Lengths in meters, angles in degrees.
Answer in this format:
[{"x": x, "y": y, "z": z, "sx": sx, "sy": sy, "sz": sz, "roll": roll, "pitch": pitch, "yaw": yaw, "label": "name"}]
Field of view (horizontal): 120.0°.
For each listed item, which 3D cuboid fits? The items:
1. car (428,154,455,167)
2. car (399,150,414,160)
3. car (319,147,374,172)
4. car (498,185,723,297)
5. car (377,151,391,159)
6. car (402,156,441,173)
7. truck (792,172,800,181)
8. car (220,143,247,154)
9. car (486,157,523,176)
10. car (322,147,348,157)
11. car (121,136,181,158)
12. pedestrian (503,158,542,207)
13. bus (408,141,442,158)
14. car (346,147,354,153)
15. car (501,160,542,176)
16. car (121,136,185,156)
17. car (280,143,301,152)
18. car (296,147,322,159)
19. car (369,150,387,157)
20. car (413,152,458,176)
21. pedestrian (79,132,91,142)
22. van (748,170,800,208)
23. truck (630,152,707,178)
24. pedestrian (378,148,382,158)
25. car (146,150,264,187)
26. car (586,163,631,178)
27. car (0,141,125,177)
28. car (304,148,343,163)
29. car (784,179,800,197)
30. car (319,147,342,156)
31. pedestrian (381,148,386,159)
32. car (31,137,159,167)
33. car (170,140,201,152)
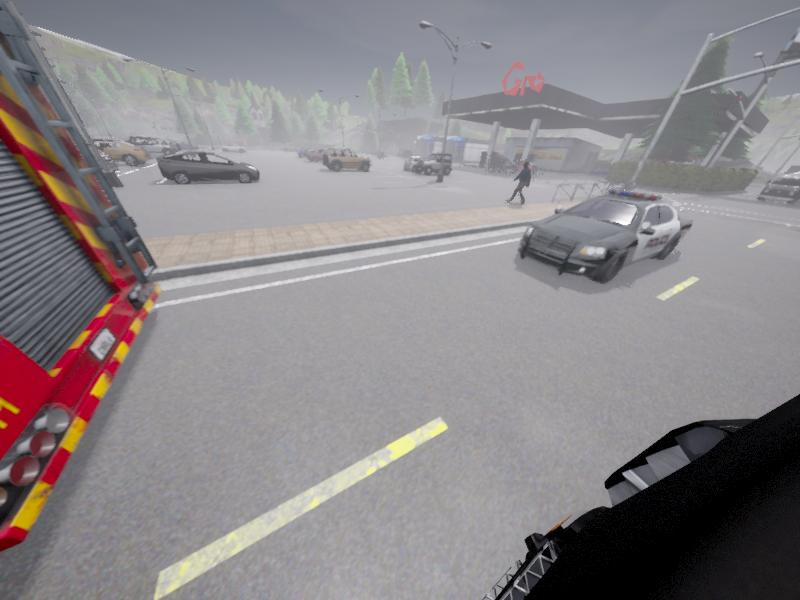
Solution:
[{"x": 7.228, "y": -24.595, "z": 40.671, "sx": 2.033, "sy": 1.649, "sz": 4.856, "roll": -15, "pitch": 37, "yaw": -25, "label": "car"}, {"x": 1.446, "y": -34.850, "z": 55.473, "sx": 1.905, "sy": 1.878, "sz": 3.866, "roll": -15, "pitch": 37, "yaw": -25, "label": "car"}, {"x": -5.008, "y": -13.339, "z": 22.027, "sx": 4.605, "sy": 1.855, "sz": 1.932, "roll": -15, "pitch": 38, "yaw": -25, "label": "car"}, {"x": 5.188, "y": -1.807, "z": 5.755, "sx": 4.974, "sy": 1.542, "sz": 2.038, "roll": -15, "pitch": 38, "yaw": -25, "label": "car"}, {"x": -3.959, "y": -36.278, "z": 57.653, "sx": 1.970, "sy": 1.475, "sz": 3.806, "roll": -15, "pitch": 37, "yaw": -25, "label": "car"}, {"x": 2.381, "y": -15.115, "z": 25.797, "sx": 3.806, "sy": 1.475, "sz": 1.970, "roll": -15, "pitch": 38, "yaw": -25, "label": "car"}, {"x": 93.892, "y": -27.802, "z": 51.840, "sx": 2.627, "sy": 2.467, "sz": 5.204, "roll": -15, "pitch": 37, "yaw": -25, "label": "truck"}, {"x": -30.581, "y": -27.968, "z": 42.599, "sx": 3.806, "sy": 1.475, "sz": 1.970, "roll": -15, "pitch": 38, "yaw": -25, "label": "car"}, {"x": 13.780, "y": -17.808, "z": 30.696, "sx": 1.905, "sy": 1.878, "sz": 3.866, "roll": -15, "pitch": 37, "yaw": -25, "label": "car"}, {"x": -14.175, "y": -32.291, "z": 50.382, "sx": 5.027, "sy": 1.636, "sz": 2.152, "roll": -15, "pitch": 38, "yaw": -25, "label": "car"}, {"x": -27.898, "y": -17.285, "z": 26.093, "sx": 3.866, "sy": 1.878, "sz": 1.905, "roll": -15, "pitch": 38, "yaw": -25, "label": "car"}, {"x": 5.461, "y": -5.273, "z": 10.407, "sx": 0.751, "sy": 1.860, "sz": 0.751, "roll": 0, "pitch": 34, "yaw": -5, "label": "pedestrian"}, {"x": 8.377, "y": -50.507, "z": 77.589, "sx": 10.273, "sy": 4.253, "sz": 3.944, "roll": -15, "pitch": 38, "yaw": -26, "label": "bus"}, {"x": -18.541, "y": -55.656, "z": 85.626, "sx": 1.789, "sy": 1.549, "sz": 3.705, "roll": -18, "pitch": 39, "yaw": -29, "label": "car"}, {"x": 16.837, "y": -18.470, "z": 32.279, "sx": 2.007, "sy": 1.525, "sz": 4.514, "roll": -15, "pitch": 37, "yaw": -25, "label": "car"}, {"x": -29.660, "y": -18.628, "z": 28.018, "sx": 4.605, "sy": 1.855, "sz": 1.932, "roll": -15, "pitch": 38, "yaw": -25, "label": "car"}, {"x": -29.616, "y": -41.273, "z": 62.678, "sx": 4.605, "sy": 1.855, "sz": 1.932, "roll": -15, "pitch": 38, "yaw": -26, "label": "car"}, {"x": -15.179, "y": -24.576, "z": 38.606, "sx": 3.633, "sy": 1.501, "sz": 1.845, "roll": -15, "pitch": 38, "yaw": -25, "label": "car"}, {"x": -6.389, "y": -42.282, "z": 66.462, "sx": 4.792, "sy": 1.488, "sz": 2.163, "roll": 23, "pitch": 38, "yaw": 27, "label": "car"}, {"x": 3.462, "y": -13.544, "z": 22.991, "sx": 3.866, "sy": 1.878, "sz": 1.905, "roll": -15, "pitch": 38, "yaw": -25, "label": "car"}, {"x": -71.032, "y": -36.741, "z": 52.104, "sx": 0.751, "sy": 1.860, "sz": 0.751, "roll": -12, "pitch": 36, "yaw": -22, "label": "pedestrian"}, {"x": 31.474, "y": -9.004, "z": 18.546, "sx": 4.480, "sy": 2.038, "sz": 2.069, "roll": -15, "pitch": 38, "yaw": -17, "label": "van"}, {"x": 51.484, "y": -26.255, "z": 44.802, "sx": 2.891, "sy": 3.827, "sz": 8.468, "roll": -15, "pitch": 37, "yaw": -25, "label": "truck"}, {"x": -4.339, "y": -32.143, "z": 50.618, "sx": 0.751, "sy": 1.860, "sz": 0.751, "roll": -10, "pitch": 36, "yaw": -19, "label": "pedestrian"}, {"x": -10.431, "y": -7.360, "z": 12.901, "sx": 4.514, "sy": 1.523, "sz": 2.007, "roll": -15, "pitch": 38, "yaw": -25, "label": "car"}, {"x": 33.458, "y": -20.861, "z": 37.245, "sx": 2.242, "sy": 1.667, "sz": 4.611, "roll": -15, "pitch": 38, "yaw": -25, "label": "car"}, {"x": -18.362, "y": -7.606, "z": 12.506, "sx": 3.806, "sy": 1.475, "sz": 1.970, "roll": -15, "pitch": 38, "yaw": -25, "label": "car"}, {"x": -10.399, "y": -19.578, "z": 31.393, "sx": 4.514, "sy": 1.523, "sz": 2.007, "roll": -15, "pitch": 38, "yaw": -25, "label": "car"}, {"x": 41.435, "y": -11.303, "z": 23.332, "sx": 4.674, "sy": 1.442, "sz": 1.812, "roll": -15, "pitch": 36, "yaw": -25, "label": "car"}, {"x": -15.733, "y": -33.843, "z": 52.620, "sx": 4.514, "sy": 1.523, "sz": 2.007, "roll": -15, "pitch": 38, "yaw": -25, "label": "car"}, {"x": -3.561, "y": -31.142, "z": 49.167, "sx": 0.751, "sy": 1.860, "sz": 0.751, "roll": -14, "pitch": 37, "yaw": -24, "label": "pedestrian"}, {"x": -21.735, "y": -10.812, "z": 16.939, "sx": 5.027, "sy": 1.636, "sz": 2.152, "roll": -15, "pitch": 38, "yaw": -25, "label": "car"}, {"x": -38.510, "y": -27.740, "z": 41.587, "sx": 3.633, "sy": 1.501, "sz": 1.845, "roll": -15, "pitch": 38, "yaw": -25, "label": "car"}]
